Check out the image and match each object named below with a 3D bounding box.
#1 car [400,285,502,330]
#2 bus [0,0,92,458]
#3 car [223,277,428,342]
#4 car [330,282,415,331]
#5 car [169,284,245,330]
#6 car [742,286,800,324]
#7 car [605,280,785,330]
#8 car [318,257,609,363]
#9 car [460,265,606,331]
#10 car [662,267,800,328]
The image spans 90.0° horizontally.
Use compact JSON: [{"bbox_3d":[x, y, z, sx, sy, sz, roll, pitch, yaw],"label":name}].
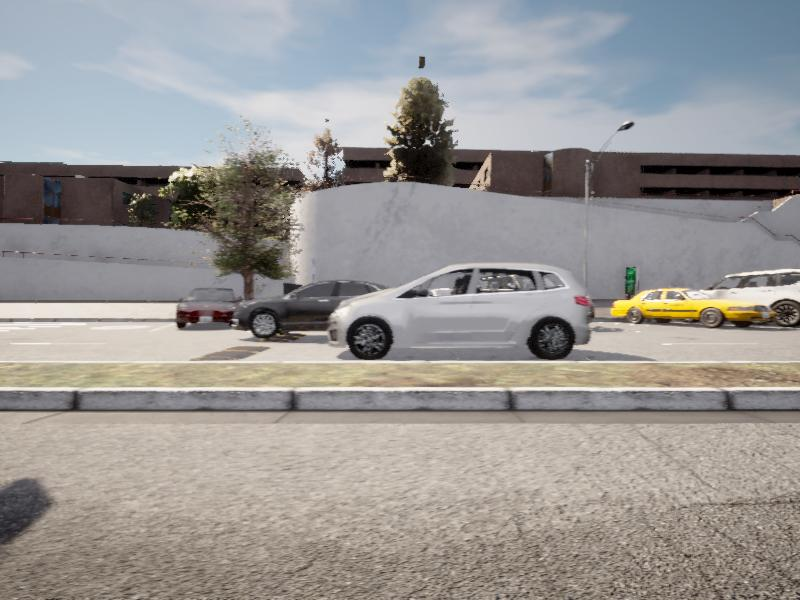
[{"bbox_3d":[1.752,0.274,15.541,2.002,1.452,4.674,1,-1,-20],"label":"car"},{"bbox_3d":[-8.034,-1.159,1.773,10.273,4.253,3.944,2,0,1],"label":"bus"},{"bbox_3d":[-1.775,0.229,10.474,4.892,1.490,1.837,1,0,0],"label":"car"},{"bbox_3d":[-1.321,0.234,15.710,1.946,1.575,5.366,0,-1,-20],"label":"car"},{"bbox_3d":[-7.245,0.256,15.517,2.163,1.488,4.792,1,-1,-20],"label":"car"},{"bbox_3d":[16.752,0.194,15.553,2.163,1.488,4.792,0,-1,-20],"label":"car"},{"bbox_3d":[10.825,0.202,15.359,1.946,1.575,5.366,0,-1,-20],"label":"car"},{"bbox_3d":[1.005,0.158,7.466,4.611,1.667,2.242,0,0,0],"label":"car"},{"bbox_3d":[4.771,-0.018,15.512,2.435,2.045,5.566,1,-1,-20],"label":"car"},{"bbox_3d":[13.751,-0.062,15.558,2.435,2.045,5.566,0,-1,-20],"label":"car"}]
